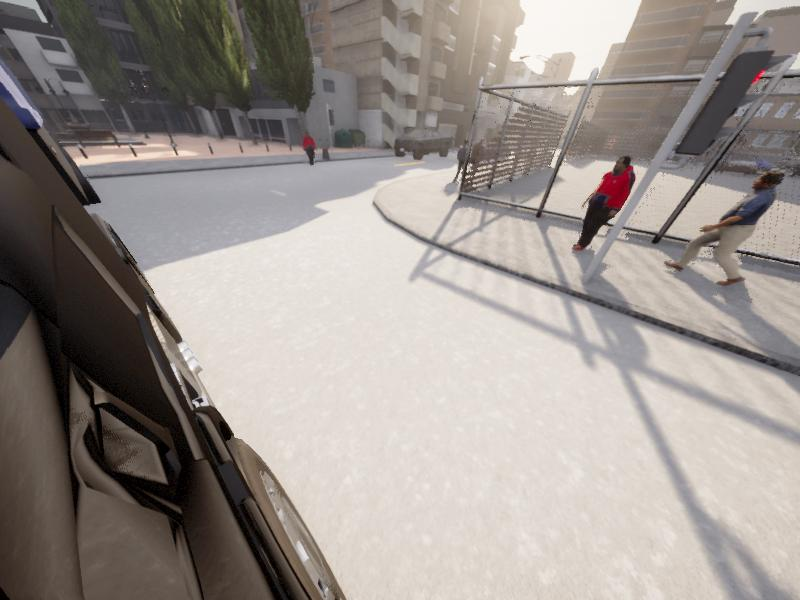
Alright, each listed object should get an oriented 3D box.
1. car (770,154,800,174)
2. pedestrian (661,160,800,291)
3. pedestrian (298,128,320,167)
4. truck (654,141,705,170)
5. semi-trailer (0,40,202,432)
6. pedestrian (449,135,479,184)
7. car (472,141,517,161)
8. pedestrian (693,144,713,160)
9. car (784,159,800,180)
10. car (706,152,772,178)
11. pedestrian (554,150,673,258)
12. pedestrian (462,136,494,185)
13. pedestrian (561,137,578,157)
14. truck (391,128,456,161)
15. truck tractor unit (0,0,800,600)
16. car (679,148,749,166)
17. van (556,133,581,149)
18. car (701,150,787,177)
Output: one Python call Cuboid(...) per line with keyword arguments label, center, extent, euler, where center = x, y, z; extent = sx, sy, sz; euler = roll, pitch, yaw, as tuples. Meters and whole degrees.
Cuboid(label="car", center=(42.371, -13.573, 23.348), extent=(4.902, 1.511, 2.128), euler=(29, 44, 30))
Cuboid(label="pedestrian", center=(5.607, -1.219, 3.889), extent=(0.751, 1.860, 0.751), euler=(-27, 46, -34))
Cuboid(label="pedestrian", center=(-5.380, -8.996, 13.690), extent=(0.751, 1.860, 0.751), euler=(-17, 41, -24))
Cuboid(label="truck", center=(26.804, -14.040, 22.365), extent=(2.069, 2.038, 4.478), euler=(28, 44, 30))
Cuboid(label="semi-trailer", center=(-8.712, -3.607, 4.197), extent=(14.254, 4.402, 2.717), euler=(28, 44, 29))
Cuboid(label="pedestrian", center=(2.953, -6.524, 10.773), extent=(0.751, 1.860, 0.751), euler=(26, 43, 28))
Cuboid(label="car", center=(9.549, -14.961, 23.070), extent=(2.033, 1.411, 5.357), euler=(29, 44, 30))
Cuboid(label="pedestrian", center=(43.126, -21.095, 32.897), extent=(0.751, 1.860, 0.751), euler=(22, 41, 24))
Cuboid(label="car", center=(33.581, -10.410, 18.409), extent=(1.845, 1.501, 3.633), euler=(28, 44, 30))
Cuboid(label="car", center=(29.725, -12.096, 20.495), extent=(2.033, 1.415, 5.357), euler=(28, 44, 30))
Cuboid(label="pedestrian", center=(4.102, -1.876, 4.662), extent=(0.751, 1.860, 0.751), euler=(1, 37, -3))
Cuboid(label="pedestrian", center=(3.515, -6.366, 10.601), extent=(0.751, 1.860, 0.751), euler=(-1, 37, -6))
Cuboid(label="pedestrian", center=(19.673, -17.669, 26.761), extent=(0.751, 1.860, 0.751), euler=(-26, 46, -33))
Cuboid(label="truck", center=(2.169, -13.863, 20.520), extent=(2.390, 2.098, 6.274), euler=(28, 43, 29))
Cuboid(label="truck tractor unit", center=(-2.645, -0.295, 0.351), extent=(6.516, 4.208, 3.053), euler=(28, 44, 30))
Cuboid(label="car", center=(39.562, -18.206, 29.326), extent=(4.902, 1.511, 2.128), euler=(27, 43, 29))
Cuboid(label="van", center=(35.018, -32.974, 47.918), extent=(2.351, 2.431, 6.366), euler=(29, 44, 30))
Cuboid(label="car", center=(29.800, -11.990, 20.239), extent=(3.705, 1.547, 1.789), euler=(28, 44, 30))
